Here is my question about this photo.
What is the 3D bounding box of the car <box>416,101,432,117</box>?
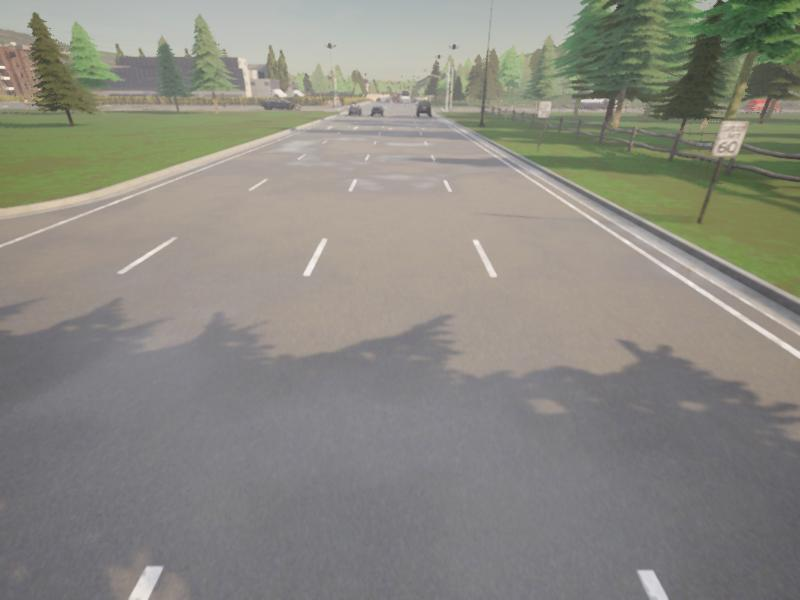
[{"bbox_3d":[3.564,-28.897,60.468,2.150,2.045,5.566,0,27,0],"label":"car"}]

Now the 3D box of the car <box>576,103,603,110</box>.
[{"bbox_3d":[44.576,-45.653,94.249,5.357,1.411,2.033,0,27,-1],"label":"car"}]

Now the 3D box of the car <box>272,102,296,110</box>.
[{"bbox_3d":[-24.070,-40.394,83.140,4.181,1.385,1.994,0,27,-1],"label":"car"}]

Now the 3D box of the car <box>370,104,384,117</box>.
[{"bbox_3d":[-3.437,-29.173,61.522,1.837,1.490,4.892,0,28,0],"label":"car"}]

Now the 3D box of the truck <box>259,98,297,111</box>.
[{"bbox_3d":[-23.368,-37.510,76.759,6.274,2.098,2.390,0,27,-1],"label":"truck"}]

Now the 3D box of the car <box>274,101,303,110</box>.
[{"bbox_3d":[-22.221,-38.902,79.996,5.027,1.651,2.152,0,27,-1],"label":"car"}]

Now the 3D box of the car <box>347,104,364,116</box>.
[{"bbox_3d":[-6.935,-29.679,62.430,2.128,1.511,4.902,0,27,0],"label":"car"}]

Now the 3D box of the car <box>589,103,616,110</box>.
[{"bbox_3d":[46.169,-44.090,91.134,4.892,1.490,1.837,0,27,-1],"label":"car"}]
